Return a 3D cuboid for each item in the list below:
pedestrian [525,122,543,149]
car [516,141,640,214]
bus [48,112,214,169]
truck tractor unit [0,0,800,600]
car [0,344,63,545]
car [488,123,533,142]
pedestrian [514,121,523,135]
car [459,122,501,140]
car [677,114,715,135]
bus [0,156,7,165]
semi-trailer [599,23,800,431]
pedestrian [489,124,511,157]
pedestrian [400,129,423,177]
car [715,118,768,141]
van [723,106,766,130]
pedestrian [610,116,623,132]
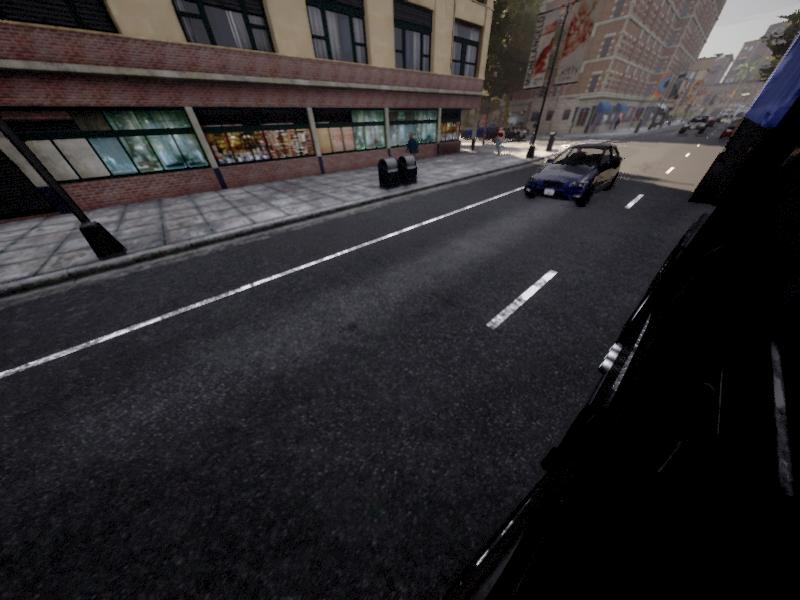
[{"bbox_3d":[11.256,-13.827,19.440,0.751,1.860,0.751,16,41,23],"label":"pedestrian"},{"bbox_3d":[6.005,-4.332,7.785,4.193,1.474,1.816,-29,44,-31],"label":"car"},{"bbox_3d":[-27.379,-17.257,24.797,10.273,4.253,3.944,-29,44,-31],"label":"bus"},{"bbox_3d":[2.645,-0.295,0.351,6.516,4.208,3.053,-28,44,-30],"label":"truck tractor unit"},{"bbox_3d":[-5.105,1.814,0.223,5.027,1.651,2.152,-29,44,-30],"label":"car"},{"bbox_3d":[14.153,-21.687,29.969,1.932,1.855,4.605,-30,45,-31],"label":"car"},{"bbox_3d":[19.869,-28.742,38.687,0.751,1.860,0.751,23,44,30],"label":"pedestrian"},{"bbox_3d":[12.265,-26.081,35.783,2.150,2.045,5.566,-30,45,-31],"label":"car"},{"bbox_3d":[35.409,-20.960,27.622,4.605,1.855,1.932,-29,44,-31],"label":"car"},{"bbox_3d":[-57.162,-19.055,29.130,3.944,4.253,10.273,-29,44,-30],"label":"bus"},{"bbox_3d":[8.601,-3.681,4.305,14.254,4.402,2.717,-29,44,-31],"label":"semi-trailer"},{"bbox_3d":[7.031,-11.252,16.295,0.751,1.860,0.751,-24,42,-26],"label":"pedestrian"},{"bbox_3d":[0.553,-7.100,11.202,0.751,1.860,0.751,-28,44,-30],"label":"pedestrian"},{"bbox_3d":[31.653,-15.899,21.474,4.792,1.488,2.163,-29,44,-31],"label":"car"},{"bbox_3d":[48.364,-25.659,32.561,6.366,2.431,2.351,-29,44,-31],"label":"van"},{"bbox_3d":[33.332,-27.032,35.541,0.751,1.860,0.751,28,47,34],"label":"pedestrian"}]
